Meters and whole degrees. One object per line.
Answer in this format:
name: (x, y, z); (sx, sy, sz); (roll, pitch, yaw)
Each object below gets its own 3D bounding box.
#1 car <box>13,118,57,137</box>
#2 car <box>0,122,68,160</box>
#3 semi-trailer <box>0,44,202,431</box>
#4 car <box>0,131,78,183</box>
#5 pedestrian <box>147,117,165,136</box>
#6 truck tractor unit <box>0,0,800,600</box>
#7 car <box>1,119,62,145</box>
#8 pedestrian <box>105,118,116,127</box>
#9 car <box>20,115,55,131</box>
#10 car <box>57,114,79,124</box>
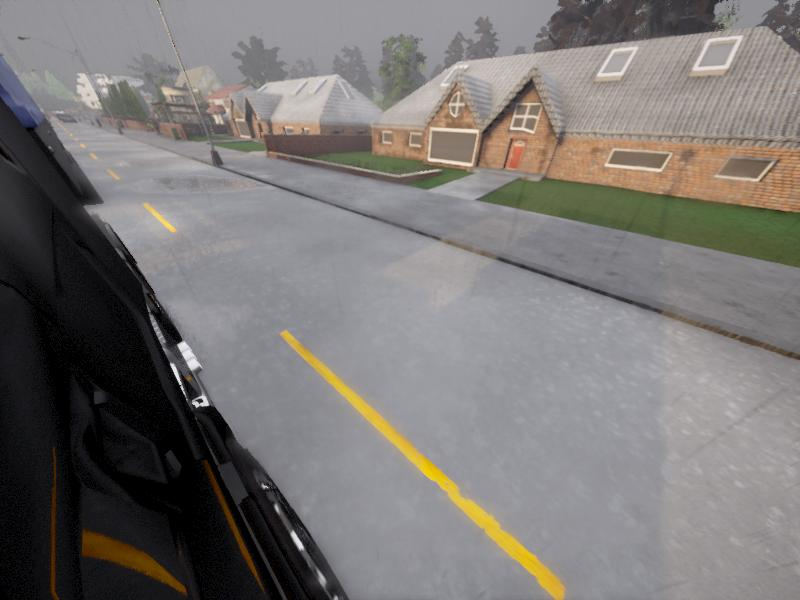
car: (-37.736, -17.912, 23.974); (4.193, 1.474, 1.816); (28, 44, 30)
car: (-21.914, -9.481, 13.665); (4.514, 1.525, 2.007); (28, 44, 30)
semi-trailer: (-8.699, -3.603, 4.229); (14.254, 4.402, 2.717); (28, 44, 30)
car: (-15.725, -6.109, 9.681); (4.181, 1.385, 1.994); (28, 44, 30)
pedestrian: (-29.732, -21.114, 28.176); (0.751, 1.860, 0.751); (30, 45, 31)
truck tractor unit: (-2.645, -0.295, 0.351); (6.516, 4.208, 3.053); (28, 44, 30)
car: (-29.857, -13.725, 18.833); (4.514, 1.525, 2.007); (28, 44, 30)
pedestrian: (-56.672, -34.741, 45.153); (0.751, 1.300, 0.751); (27, 43, 29)
car: (-48.745, -23.819, 31.120); (5.008, 1.535, 1.882); (28, 44, 30)
car: (-79.767, -43.534, 55.485); (4.611, 1.667, 2.242); (28, 44, 30)
